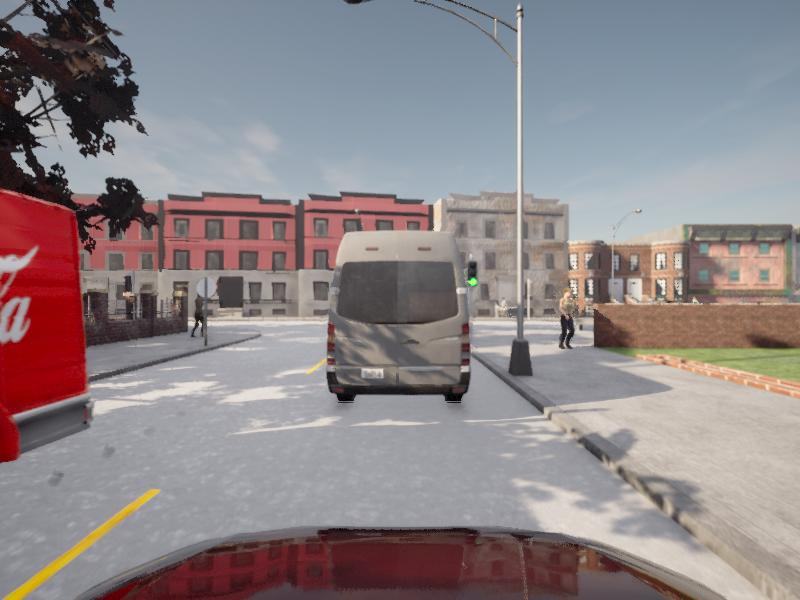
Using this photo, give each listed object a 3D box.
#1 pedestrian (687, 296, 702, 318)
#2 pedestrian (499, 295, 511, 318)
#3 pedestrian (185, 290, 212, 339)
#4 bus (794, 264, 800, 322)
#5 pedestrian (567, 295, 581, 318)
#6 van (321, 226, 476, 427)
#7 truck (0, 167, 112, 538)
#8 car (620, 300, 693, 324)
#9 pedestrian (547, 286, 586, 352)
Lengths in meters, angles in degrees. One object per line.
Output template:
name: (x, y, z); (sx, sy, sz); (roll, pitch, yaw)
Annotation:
pedestrian: (25.163, 0.553, 34.169); (0.751, 1.860, 0.751); (0, 0, -23)
pedestrian: (8.716, 0.552, 33.221); (0.751, 1.860, 0.751); (0, 0, -4)
pedestrian: (-7.831, 0.543, 15.547); (0.751, 1.860, 0.751); (0, 0, 42)
bus: (34.703, -0.517, 28.035); (10.273, 4.253, 3.944); (0, 0, 1)
pedestrian: (14.415, 0.552, 33.191); (0.751, 1.860, 0.751); (0, 0, -8)
van: (0.031, 0.328, 8.069); (1.988, 2.561, 5.915); (0, 0, 1)
truck: (-3.990, 0.354, 1.087); (2.627, 2.467, 5.204); (0, 0, 0)
car: (18.104, 0.805, 28.321); (3.988, 1.617, 1.851); (0, 0, 0)
pedestrian: (4.922, 0.532, 11.834); (0.751, 1.860, 0.751); (0, 0, -21)
